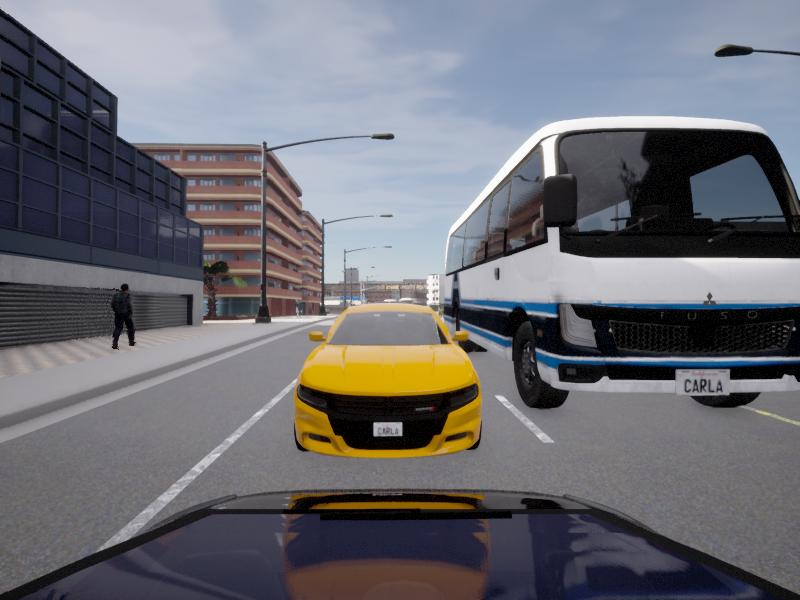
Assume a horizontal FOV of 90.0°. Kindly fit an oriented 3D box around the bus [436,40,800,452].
[{"bbox_3d":[3.384,-0.601,9.306,3.944,4.253,10.273,0,1,-1],"label":"bus"}]

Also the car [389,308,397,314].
[{"bbox_3d":[-1.736,2.915,104.638,1.801,1.575,5.366,0,-1,2],"label":"car"}]

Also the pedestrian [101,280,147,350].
[{"bbox_3d":[-7.641,0.401,11.104,0.751,1.860,0.751,0,-1,-6],"label":"pedestrian"}]

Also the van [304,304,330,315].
[{"bbox_3d":[-19.654,2.234,95.167,5.915,2.561,1.988,0,-1,-2],"label":"van"}]

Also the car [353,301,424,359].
[{"bbox_3d":[-0.325,0.768,12.619,1.812,1.442,4.674,0,1,-1],"label":"car"}]

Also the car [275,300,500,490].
[{"bbox_3d":[-0.158,0.790,5.854,1.882,1.535,5.008,0,1,-1],"label":"car"}]

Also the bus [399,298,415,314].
[{"bbox_3d":[1.822,1.627,108.694,3.944,4.253,10.273,0,-1,-1],"label":"bus"}]
